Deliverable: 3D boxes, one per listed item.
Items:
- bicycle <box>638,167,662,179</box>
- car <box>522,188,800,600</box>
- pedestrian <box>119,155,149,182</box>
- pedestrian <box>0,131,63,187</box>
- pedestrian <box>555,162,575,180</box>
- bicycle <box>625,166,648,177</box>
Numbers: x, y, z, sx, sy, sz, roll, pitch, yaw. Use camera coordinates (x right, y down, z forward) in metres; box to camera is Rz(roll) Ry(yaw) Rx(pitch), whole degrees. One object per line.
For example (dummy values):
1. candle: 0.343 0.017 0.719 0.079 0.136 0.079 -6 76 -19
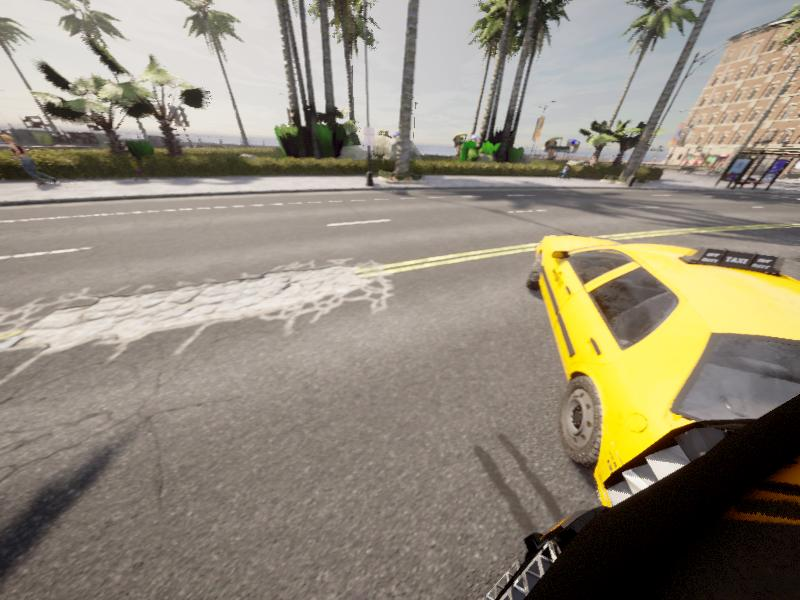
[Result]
1. bicycle: 27.792 -14.139 25.701 1.643 1.024 0.373 5 34 4
2. car: 2.744 0.115 2.483 1.801 1.575 5.366 13 36 15
3. pedestrian: -12.966 -6.418 11.297 0.500 1.100 0.500 -19 39 -28
4. pedestrian: -15.201 -5.687 9.370 0.751 1.860 0.751 -12 36 -20
5. pedestrian: 14.463 -11.321 20.284 0.751 1.300 0.751 -5 35 -11
6. bicycle: 28.024 -15.243 27.368 1.643 1.024 0.373 5 34 4
